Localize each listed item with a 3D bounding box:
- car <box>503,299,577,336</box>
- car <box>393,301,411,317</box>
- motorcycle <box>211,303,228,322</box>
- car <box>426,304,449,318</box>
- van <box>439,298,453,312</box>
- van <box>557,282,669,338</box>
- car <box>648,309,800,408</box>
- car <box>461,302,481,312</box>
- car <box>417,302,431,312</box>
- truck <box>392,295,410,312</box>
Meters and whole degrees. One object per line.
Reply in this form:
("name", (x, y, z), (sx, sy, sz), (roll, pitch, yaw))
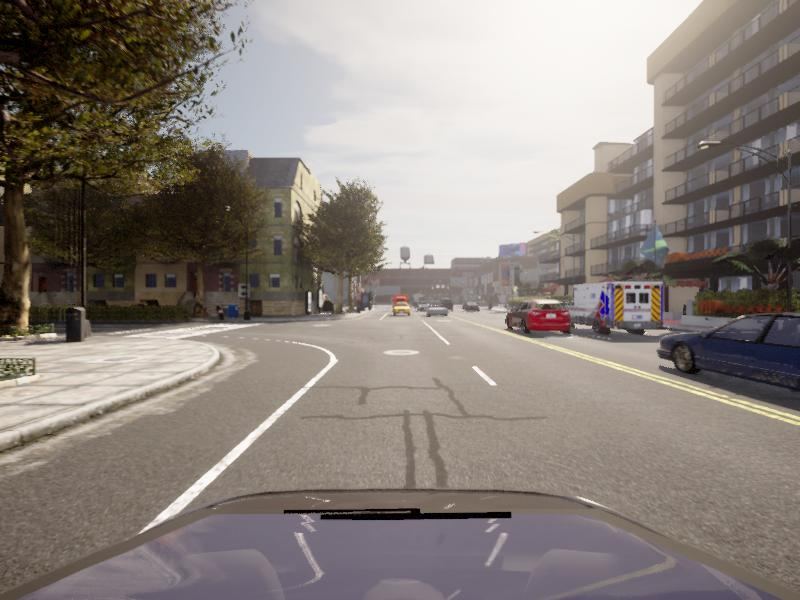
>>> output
("car", (7.023, 0.812, 20.719), (2.242, 1.667, 4.611), (0, 0, 0))
("car", (0.189, 0.913, 43.596), (1.801, 1.575, 5.366), (0, 0, 0))
("motorcycle", (-13.874, 0.899, 30.713), (0.764, 1.277, 2.356), (-11, 6, -29))
("car", (3.619, 1.046, 39.551), (1.895, 1.301, 4.718), (0, 0, 0))
("van", (7.128, 0.759, 62.327), (1.775, 1.987, 4.442), (0, 0, 0))
("van", (10.509, 0.432, 20.564), (2.351, 2.431, 6.366), (0, 0, 0))
("car", (7.031, 0.915, 7.042), (2.033, 1.411, 5.357), (0, 0, 0))
("car", (10.628, 1.049, 60.256), (2.033, 1.411, 5.357), (0, 0, 0))
("car", (3.603, 1.009, 60.878), (1.970, 1.475, 3.806), (0, 0, 0))
("truck", (0.103, 0.521, 61.210), (2.627, 2.467, 5.204), (0, -1, 0))
